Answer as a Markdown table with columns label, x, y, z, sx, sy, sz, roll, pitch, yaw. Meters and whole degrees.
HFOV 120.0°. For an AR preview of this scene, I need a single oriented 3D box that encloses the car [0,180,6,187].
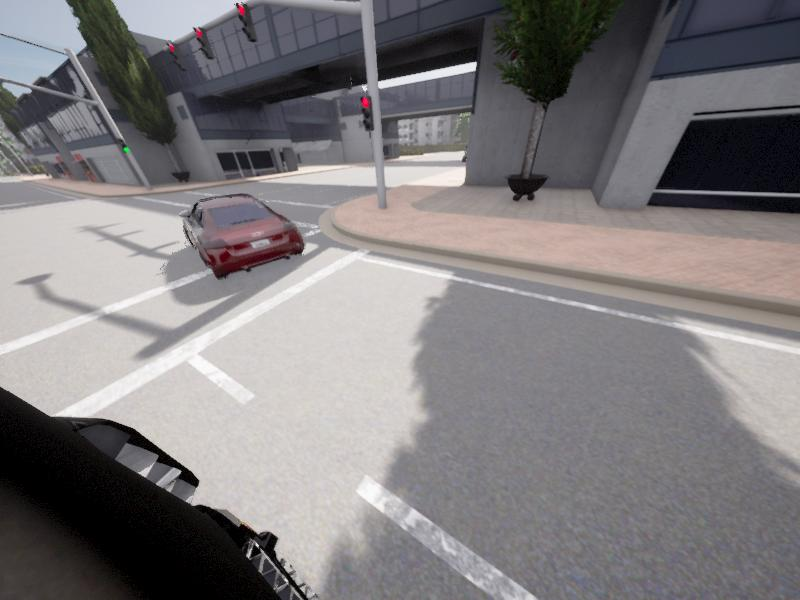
| label | x | y | z | sx | sy | sz | roll | pitch | yaw |
| --- | --- | --- | --- | --- | --- | --- | --- | --- | --- |
| car | -52.331 | -14.664 | 28.762 | 5.357 | 1.411 | 2.033 | 26 | 44 | 36 |

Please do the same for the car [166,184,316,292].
| label | x | y | z | sx | sy | sz | roll | pitch | yaw |
| --- | --- | --- | --- | --- | --- | --- | --- | --- | --- |
| car | -4.207 | -1.939 | 5.940 | 1.994 | 1.385 | 4.181 | -29 | 42 | -33 |

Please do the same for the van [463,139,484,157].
| label | x | y | z | sx | sy | sz | roll | pitch | yaw |
| --- | --- | --- | --- | --- | --- | --- | --- | --- | --- |
| van | 13.919 | -28.547 | 43.398 | 1.988 | 2.561 | 5.915 | 16 | 38 | 26 |

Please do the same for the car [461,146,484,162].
| label | x | y | z | sx | sy | sz | roll | pitch | yaw |
| --- | --- | --- | --- | --- | --- | --- | --- | --- | --- |
| car | 10.347 | -20.805 | 32.898 | 1.851 | 1.617 | 3.988 | 16 | 38 | 26 |
